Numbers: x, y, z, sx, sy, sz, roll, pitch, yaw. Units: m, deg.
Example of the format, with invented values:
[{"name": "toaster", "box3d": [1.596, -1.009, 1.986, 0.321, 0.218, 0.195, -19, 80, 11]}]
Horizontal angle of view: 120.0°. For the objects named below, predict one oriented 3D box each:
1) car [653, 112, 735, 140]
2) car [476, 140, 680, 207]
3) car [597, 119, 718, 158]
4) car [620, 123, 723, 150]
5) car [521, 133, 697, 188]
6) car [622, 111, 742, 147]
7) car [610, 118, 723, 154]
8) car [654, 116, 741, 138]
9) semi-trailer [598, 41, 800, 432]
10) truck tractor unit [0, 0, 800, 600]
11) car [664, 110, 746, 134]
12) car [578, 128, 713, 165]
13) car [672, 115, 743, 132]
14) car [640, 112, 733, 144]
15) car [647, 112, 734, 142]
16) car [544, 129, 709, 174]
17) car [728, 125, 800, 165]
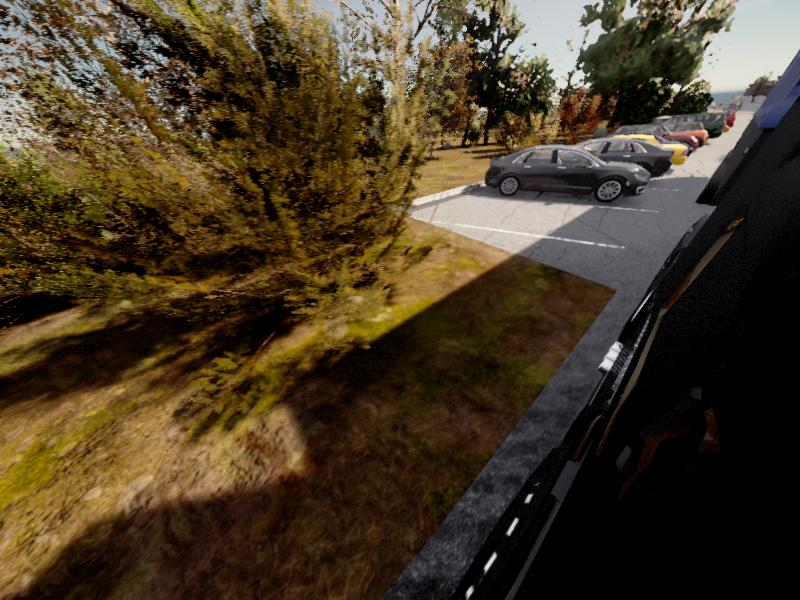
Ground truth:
[{"name": "car", "box3d": [29.592, -17.688, 23.527, 4.442, 1.987, 1.878, 17, 41, 25]}, {"name": "car", "box3d": [5.533, -4.530, 8.075, 4.892, 1.521, 2.231, 17, 40, 25]}, {"name": "car", "box3d": [15.858, -10.250, 14.758, 4.553, 1.767, 2.185, 17, 41, 25]}, {"name": "car", "box3d": [20.430, -12.573, 17.805, 4.674, 1.452, 2.002, 17, 41, 25]}, {"name": "car", "box3d": [8.130, -5.927, 9.755, 4.892, 1.521, 2.231, 17, 41, 25]}, {"name": "car", "box3d": [22.658, -14.043, 19.122, 5.566, 2.045, 2.435, 17, 41, 25]}, {"name": "car", "box3d": [18.178, -11.461, 16.206, 4.553, 1.767, 2.185, 17, 41, 25]}, {"name": "car", "box3d": [31.931, -18.722, 25.109, 5.366, 1.575, 1.946, 17, 41, 25]}, {"name": "semi-trailer", "box3d": [8.679, -3.625, 4.234, 14.254, 4.402, 2.717, -28, 44, -30]}, {"name": "truck tractor unit", "box3d": [2.645, -0.295, 0.351, 6.516, 4.208, 3.053, -28, 44, -30]}, {"name": "car", "box3d": [38.528, -22.674, 29.499, 5.566, 2.045, 2.435, 17, 41, 25]}, {"name": "car", "box3d": [13.331, -8.708, 13.140, 4.792, 1.488, 2.163, 17, 41, 25]}, {"name": "car", "box3d": [40.988, -23.659, 31.047, 5.366, 1.575, 1.946, 16, 40, 25]}, {"name": "car", "box3d": [25.057, -15.220, 20.559, 4.442, 1.987, 1.878, 17, 41, 25]}, {"name": "car", "box3d": [27.324, -16.454, 22.043, 4.442, 1.987, 1.878, 17, 41, 25]}, {"name": "car", "box3d": [10.551, -7.381, 11.518, 5.366, 1.575, 1.946, 17, 41, 25]}, {"name": "car", "box3d": [19.517, -8.243, 12.171, 4.181, 1.385, 1.994, -28, 44, -30]}]
